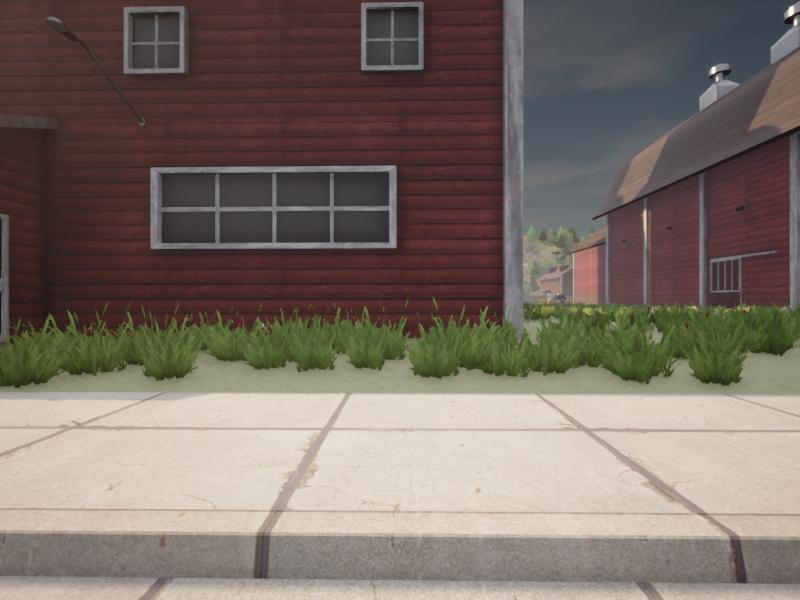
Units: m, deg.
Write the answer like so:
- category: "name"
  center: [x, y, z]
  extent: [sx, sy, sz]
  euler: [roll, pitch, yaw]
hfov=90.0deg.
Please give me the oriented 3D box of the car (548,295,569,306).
- category: "car"
  center: [25.794, 0.083, 65.329]
  extent: [1.905, 1.878, 3.866]
  euler: [0, 0, 1]
